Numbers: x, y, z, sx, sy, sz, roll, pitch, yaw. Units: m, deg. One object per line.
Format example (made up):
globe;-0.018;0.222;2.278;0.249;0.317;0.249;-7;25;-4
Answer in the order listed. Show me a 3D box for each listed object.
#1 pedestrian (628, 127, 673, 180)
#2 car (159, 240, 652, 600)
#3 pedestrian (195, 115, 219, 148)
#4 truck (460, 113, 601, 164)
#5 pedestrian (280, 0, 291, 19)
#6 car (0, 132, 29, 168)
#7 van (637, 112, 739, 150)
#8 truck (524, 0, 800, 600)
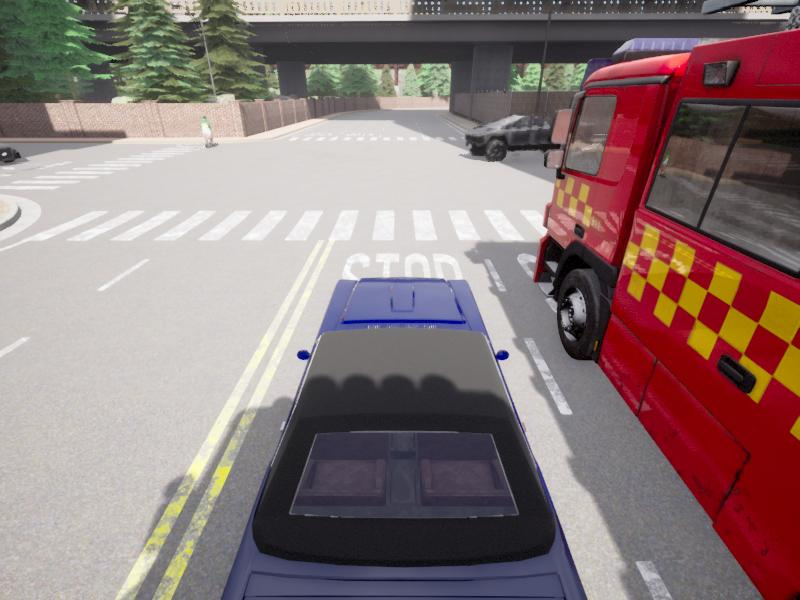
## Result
pedestrian;9.598;-5.644;15.410;0.751;1.860;0.751;-2;27;-3
car;0.026;0.861;3.528;1.895;1.301;4.718;0;27;0
pedestrian;-11.853;-10.362;24.605;0.751;1.860;0.751;1;27;1
truck;6.523;-8.348;20.505;6.274;2.098;2.390;-6;27;-12
pedestrian;-11.803;-30.023;41.002;0.751;1.860;0.751;0;27;0
car;-20.351;-6.919;18.489;4.181;1.385;1.994;-1;27;-1
van;17.553;-10.396;24.582;4.442;1.987;1.775;0;27;0
truck;3.527;0.165;2.115;2.891;3.827;8.468;0;27;0
